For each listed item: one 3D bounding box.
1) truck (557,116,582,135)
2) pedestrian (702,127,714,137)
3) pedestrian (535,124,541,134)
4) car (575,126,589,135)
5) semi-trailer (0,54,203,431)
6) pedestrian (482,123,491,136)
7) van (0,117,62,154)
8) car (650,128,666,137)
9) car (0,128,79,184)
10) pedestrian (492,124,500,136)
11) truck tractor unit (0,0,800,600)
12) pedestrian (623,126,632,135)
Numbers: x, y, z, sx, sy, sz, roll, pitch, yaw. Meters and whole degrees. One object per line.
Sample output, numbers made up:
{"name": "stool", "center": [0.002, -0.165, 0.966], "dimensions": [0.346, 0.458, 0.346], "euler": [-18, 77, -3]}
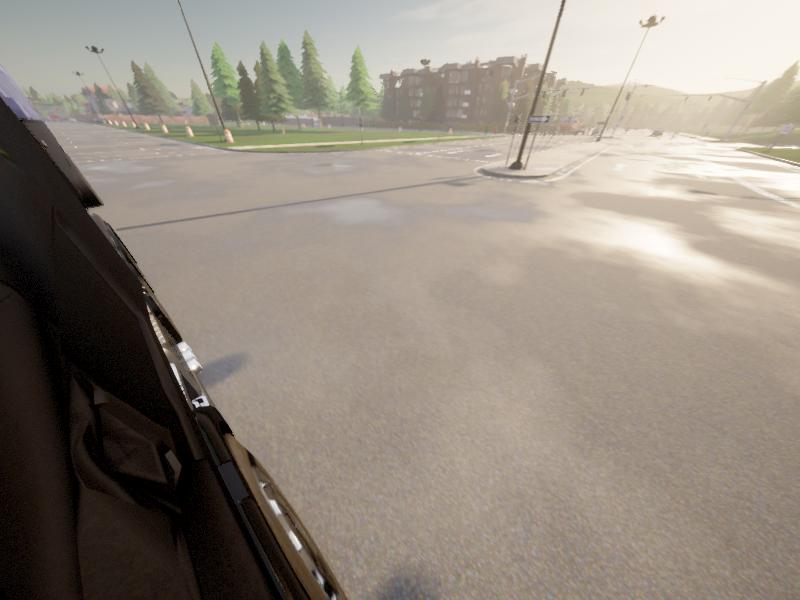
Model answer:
{"name": "truck", "center": [44.973, -46.260, 61.151], "dimensions": [2.891, 3.827, 8.468], "euler": [27, 45, 30]}
{"name": "pedestrian", "center": [70.740, -38.515, 53.023], "dimensions": [0.751, 1.860, 0.751], "euler": [29, 46, 31]}
{"name": "pedestrian", "center": [34.558, -42.901, 57.884], "dimensions": [0.751, 1.860, 0.751], "euler": [23, 43, 26]}
{"name": "car", "center": [46.159, -42.997, 58.563], "dimensions": [1.905, 1.878, 3.866], "euler": [27, 45, 30]}
{"name": "semi-trailer", "center": [-8.760, -3.516, 4.234], "dimensions": [14.254, 4.402, 2.717], "euler": [27, 45, 30]}
{"name": "pedestrian", "center": [15.970, -31.411, 42.639], "dimensions": [0.751, 1.860, 0.751], "euler": [30, 46, 32]}
{"name": "van", "center": [-26.871, -12.005, 16.799], "dimensions": [4.442, 1.987, 1.775], "euler": [27, 45, 30]}
{"name": "car", "center": [65.247, -42.411, 58.421], "dimensions": [1.930, 1.638, 5.238], "euler": [27, 45, 30]}
{"name": "car", "center": [-16.981, -6.687, 10.444], "dimensions": [5.027, 1.651, 2.152], "euler": [28, 45, 30]}
{"name": "pedestrian", "center": [18.615, -33.128, 44.918], "dimensions": [0.751, 1.860, 0.751], "euler": [29, 46, 31]}
{"name": "truck tractor unit", "center": [-2.645, -0.295, 0.351], "dimensions": [6.516, 4.208, 3.053], "euler": [28, 43, 30]}
{"name": "pedestrian", "center": [55.278, -41.250, 56.230], "dimensions": [0.751, 1.860, 0.751], "euler": [32, 47, 34]}
